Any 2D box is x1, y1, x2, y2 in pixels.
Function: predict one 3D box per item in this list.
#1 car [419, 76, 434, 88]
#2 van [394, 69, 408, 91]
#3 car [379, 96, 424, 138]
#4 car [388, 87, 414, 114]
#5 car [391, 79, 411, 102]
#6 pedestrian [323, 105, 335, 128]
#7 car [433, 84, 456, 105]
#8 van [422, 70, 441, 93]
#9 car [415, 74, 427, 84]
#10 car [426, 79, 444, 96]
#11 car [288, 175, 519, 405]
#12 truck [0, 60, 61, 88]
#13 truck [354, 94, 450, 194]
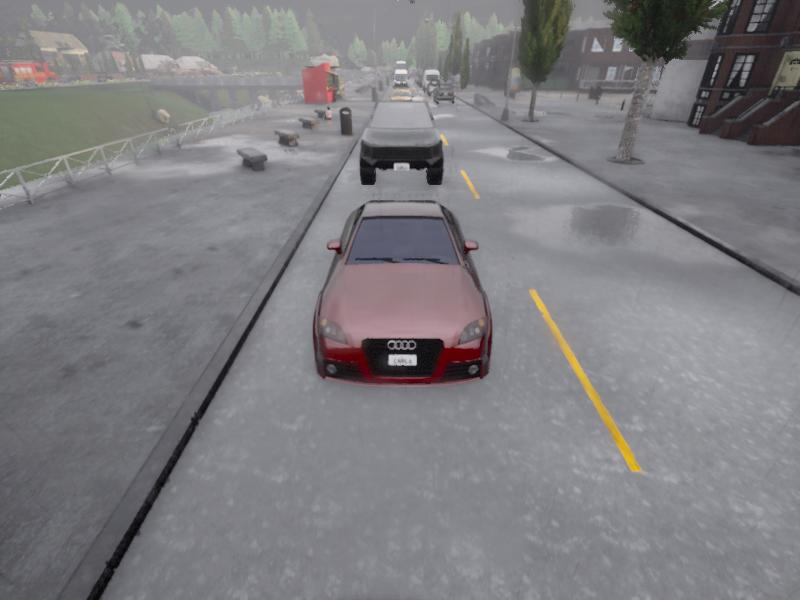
[{"bbox_3d":[4.161,-34.866,63.946,2.033,1.649,4.856,0,30,0],"label":"car"},{"bbox_3d":[0.144,-31.767,57.723,1.988,2.561,5.915,0,30,0],"label":"van"},{"bbox_3d":[0.068,-9.823,21.283,2.128,1.511,4.902,0,31,0],"label":"car"},{"bbox_3d":[0.089,-15.558,31.025,1.801,1.575,5.366,0,30,0],"label":"car"},{"bbox_3d":[0.108,-21.070,40.135,1.932,1.855,4.605,0,31,0],"label":"car"},{"bbox_3d":[-3.828,-9.942,21.640,0.500,1.100,0.500,-4,31,-7],"label":"pedestrian"},{"bbox_3d":[4.103,-19.305,37.449,1.789,1.549,3.705,0,30,0],"label":"car"},{"bbox_3d":[4.143,-29.460,53.791,1.988,2.561,5.915,0,30,0],"label":"van"},{"bbox_3d":[4.200,-45.452,82.143,2.242,1.667,4.611,0,30,0],"label":"car"},{"bbox_3d":[4.129,-25.266,47.581,1.851,1.617,3.988,0,30,0],"label":"car"},{"bbox_3d":[0.035,-0.562,5.604,1.994,1.385,4.181,0,30,0],"label":"car"},{"bbox_3d":[-61.519,-37.512,66.276,2.891,3.827,8.468,0,30,0],"label":"truck"},{"bbox_3d":[0.051,-5.415,13.173,2.390,2.098,6.274,0,30,0],"label":"truck"}]
